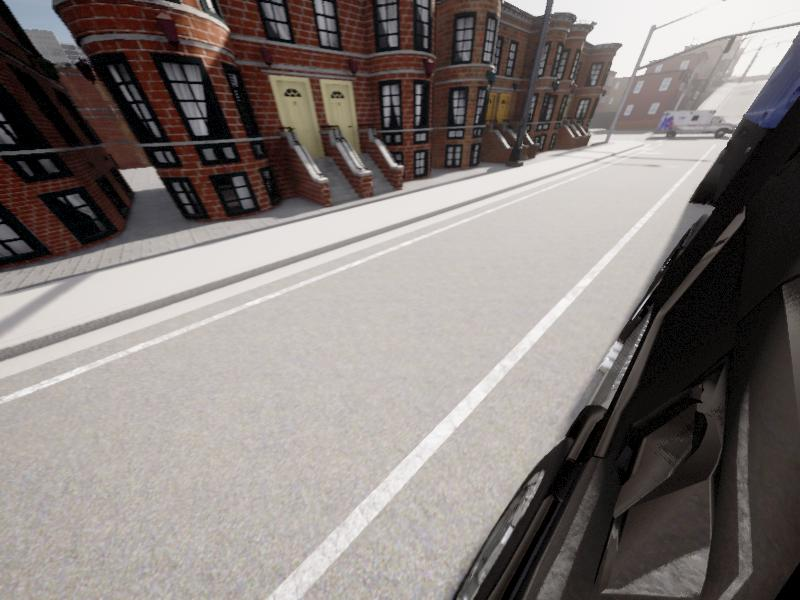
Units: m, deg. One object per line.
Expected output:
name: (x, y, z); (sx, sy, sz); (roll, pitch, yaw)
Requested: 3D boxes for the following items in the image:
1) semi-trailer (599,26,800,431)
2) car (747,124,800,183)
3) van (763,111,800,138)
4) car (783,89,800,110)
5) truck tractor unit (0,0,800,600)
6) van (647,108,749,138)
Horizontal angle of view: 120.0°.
semi-trailer: (8.617, -3.656, 4.310); (14.254, 4.402, 2.717); (-29, 44, -31)
car: (16.623, -5.995, 9.262); (4.856, 1.649, 2.033); (-24, 42, -26)
van: (37.885, -16.430, 21.570); (4.442, 1.987, 1.775); (-6, 37, -5)
car: (68.323, -34.378, 39.466); (4.553, 1.767, 2.097); (-38, 48, -21)
truck tractor unit: (2.645, -0.295, 0.351); (6.516, 4.208, 3.053); (-28, 44, -30)
van: (32.791, -19.587, 25.766); (2.351, 2.431, 6.366); (-28, 44, -30)
